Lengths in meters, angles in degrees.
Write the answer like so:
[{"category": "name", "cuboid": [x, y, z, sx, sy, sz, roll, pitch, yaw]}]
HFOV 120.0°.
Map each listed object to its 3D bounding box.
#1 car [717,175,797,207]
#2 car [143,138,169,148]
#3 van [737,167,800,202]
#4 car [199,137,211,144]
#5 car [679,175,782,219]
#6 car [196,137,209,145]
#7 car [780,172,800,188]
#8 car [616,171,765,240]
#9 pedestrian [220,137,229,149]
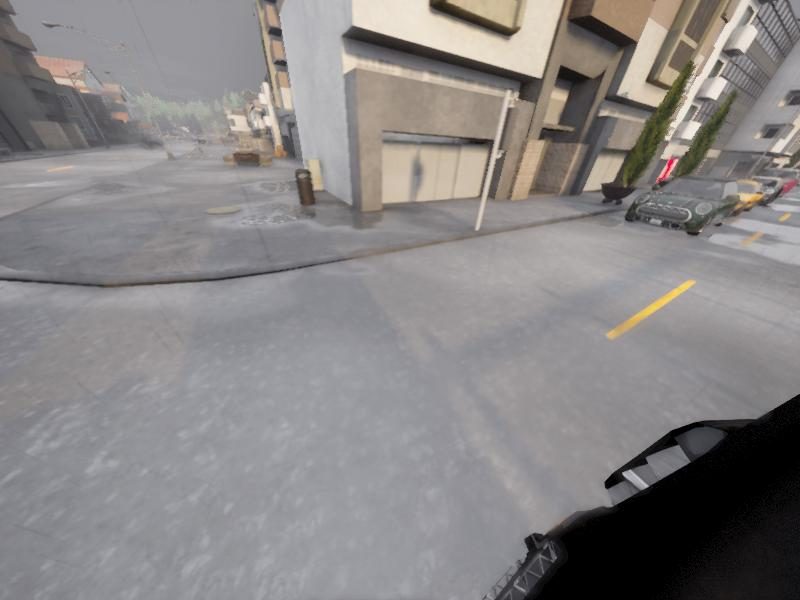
[{"category": "car", "cuboid": [23.104, -7.136, 14.987, 3.806, 1.475, 1.970, -16, 38, -26]}, {"category": "car", "cuboid": [-41.090, -26.480, 38.983, 1.895, 1.301, 4.718, -16, 38, -26]}, {"category": "van", "cuboid": [27.888, -8.715, 17.249, 4.442, 1.987, 1.775, -16, 38, -26]}, {"category": "car", "cuboid": [-55.302, -45.317, 65.661, 1.801, 1.575, 5.366, -16, 38, -26]}, {"category": "car", "cuboid": [17.127, -5.468, 11.952, 5.366, 1.575, 1.801, -16, 38, -26]}, {"category": "car", "cuboid": [-51.679, -41.711, 60.521, 1.930, 1.638, 5.238, -16, 38, -26]}, {"category": "car", "cuboid": [47.679, -14.176, 27.358, 3.806, 1.475, 1.970, -16, 38, -26]}, {"category": "car", "cuboid": [10.973, -3.793, 8.792, 4.553, 1.767, 2.097, -16, 38, -26]}, {"category": "pedestrian", "cuboid": [-34.072, -30.489, 44.753, 0.751, 1.860, 0.751, -12, 37, -21]}]
